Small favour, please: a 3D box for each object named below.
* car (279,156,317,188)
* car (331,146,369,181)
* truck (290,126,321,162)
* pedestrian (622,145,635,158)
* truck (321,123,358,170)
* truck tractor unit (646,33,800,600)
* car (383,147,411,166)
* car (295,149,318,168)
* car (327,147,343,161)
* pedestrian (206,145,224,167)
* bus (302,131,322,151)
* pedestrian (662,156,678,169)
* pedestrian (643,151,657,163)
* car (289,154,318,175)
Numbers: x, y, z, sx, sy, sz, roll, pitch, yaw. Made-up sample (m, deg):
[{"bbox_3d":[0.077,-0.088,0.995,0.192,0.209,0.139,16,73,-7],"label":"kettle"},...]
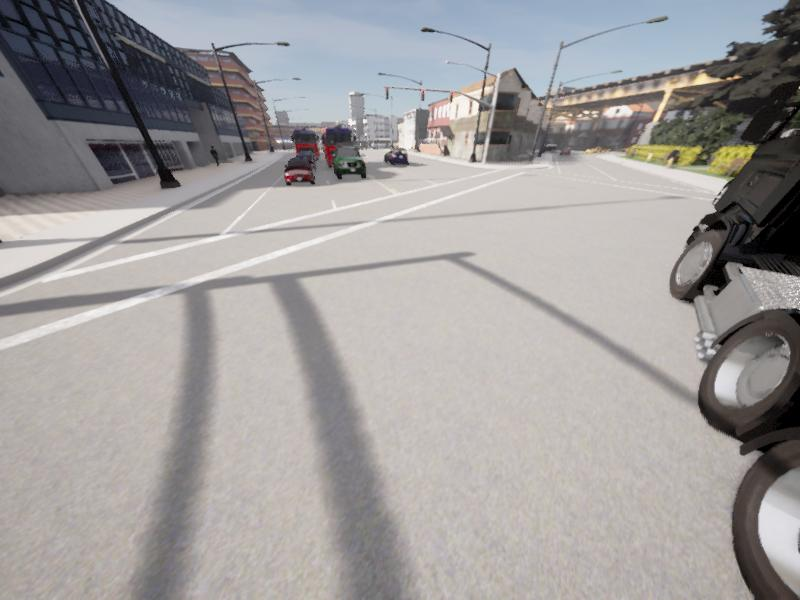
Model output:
[{"bbox_3d":[-6.786,-8.854,15.788,1.816,1.474,4.193,-9,35,-13],"label":"car"},{"bbox_3d":[-4.133,-11.083,18.535,2.150,2.045,5.566,-9,36,-13],"label":"car"},{"bbox_3d":[-13.284,-22.431,33.129,2.891,3.827,8.468,-9,37,-13],"label":"truck"},{"bbox_3d":[38.749,-25.223,39.233,0.751,1.860,0.751,17,38,24],"label":"pedestrian"},{"bbox_3d":[-7.025,-17.480,26.200,2.891,3.827,8.468,-9,36,-13],"label":"truck"},{"bbox_3d":[4.683,-0.590,1.210,3.053,4.208,6.516,26,42,32],"label":"truck tractor unit"},{"bbox_3d":[-0.481,-17.829,28.608,2.242,1.667,4.611,-9,36,-13],"label":"car"},{"bbox_3d":[-10.763,-16.519,26.803,2.038,1.542,4.974,-9,36,-13],"label":"car"},{"bbox_3d":[-9.545,-21.331,33.679,1.812,1.442,4.674,-9,37,-13],"label":"car"},{"bbox_3d":[-18.837,-14.682,23.578,0.751,1.860,0.751,-14,37,-20],"label":"pedestrian"},{"bbox_3d":[-24.129,-43.823,63.804,3.944,4.253,10.273,-9,34,-13],"label":"bus"},{"bbox_3d":[26.110,-13.310,22.371,0.500,1.100,0.500,20,39,27],"label":"pedestrian"},{"bbox_3d":[32.614,-18.716,30.152,0.751,1.300,0.751,21,39,27],"label":"pedestrian"},{"bbox_3d":[-8.804,-12.640,21.414,1.994,1.385,4.181,-9,36,-12],"label":"car"}]
